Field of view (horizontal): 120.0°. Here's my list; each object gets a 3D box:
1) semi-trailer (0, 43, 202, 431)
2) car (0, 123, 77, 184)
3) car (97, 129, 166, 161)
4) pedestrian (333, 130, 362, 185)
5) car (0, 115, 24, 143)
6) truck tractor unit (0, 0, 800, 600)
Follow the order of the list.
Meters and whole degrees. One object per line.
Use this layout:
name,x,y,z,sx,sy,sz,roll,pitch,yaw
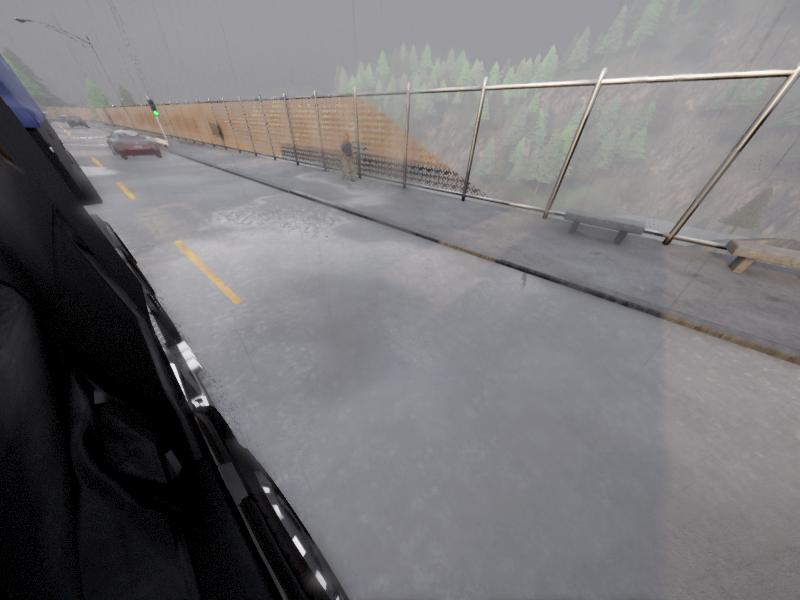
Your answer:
semi-trailer,-8.698,-3.607,4.226,14.254,4.402,2.717,28,44,30
car,-16.096,-6.404,9.852,5.238,1.638,1.930,28,44,30
car,-17.326,-10.090,14.904,4.181,1.385,1.994,28,44,30
pedestrian,-2.195,-6.017,9.779,0.751,1.860,0.751,-29,47,-35
car,-33.381,-12.992,17.424,4.553,1.767,2.097,-19,42,-26
truck tractor unit,-2.645,-0.295,0.351,6.516,4.208,3.053,28,44,30
